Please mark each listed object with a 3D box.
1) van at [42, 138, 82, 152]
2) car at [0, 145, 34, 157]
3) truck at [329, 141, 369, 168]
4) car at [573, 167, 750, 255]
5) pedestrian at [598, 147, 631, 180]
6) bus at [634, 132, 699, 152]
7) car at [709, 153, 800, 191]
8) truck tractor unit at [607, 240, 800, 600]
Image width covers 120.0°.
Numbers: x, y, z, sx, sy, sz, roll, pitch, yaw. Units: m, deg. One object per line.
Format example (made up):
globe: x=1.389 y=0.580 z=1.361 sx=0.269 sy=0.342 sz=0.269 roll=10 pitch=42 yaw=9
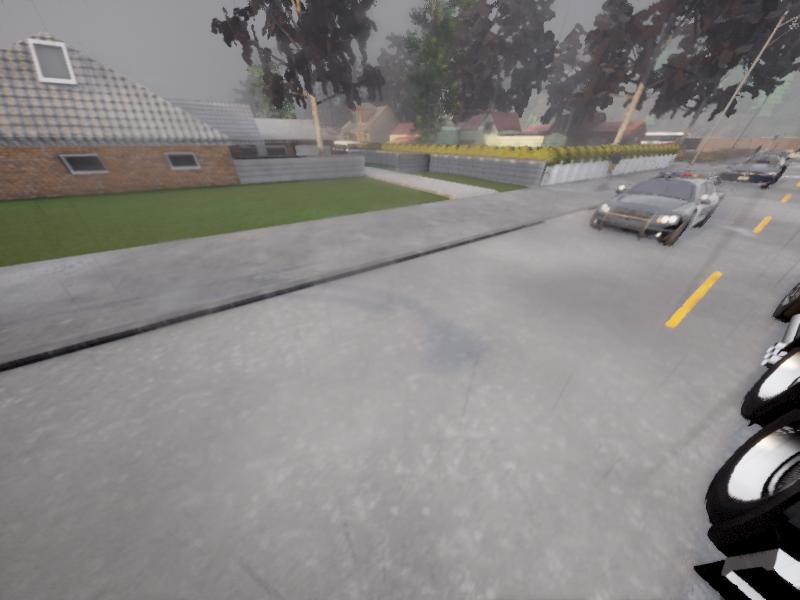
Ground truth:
van: x=-71.264 y=-32.824 z=48.904 sx=2.351 sy=2.431 sz=6.366 roll=-20 pitch=39 yaw=-26
car: x=-61.625 y=-23.764 z=36.805 sx=1.994 sy=1.385 sz=4.181 roll=-20 pitch=39 yaw=-26
truck: x=-4.995 y=-14.179 z=22.368 sx=2.069 sy=2.038 sz=4.478 roll=-20 pitch=39 yaw=-26
car: x=7.956 y=-2.966 z=7.029 sx=4.974 sy=1.542 sz=2.038 roll=-20 pitch=39 yaw=-26
pedestrian: x=14.367 y=-9.164 z=15.509 sx=0.751 sy=1.860 sz=0.751 roll=-19 pitch=39 yaw=-26
bus: x=73.164 y=-43.628 z=63.807 sx=3.944 sy=4.253 sz=10.273 roll=-20 pitch=39 yaw=-26
car: x=22.276 y=-8.124 z=14.489 sx=5.027 sy=1.651 sz=2.152 roll=-19 pitch=39 yaw=-26
truck tractor unit: x=5.068 y=-0.341 z=0.842 sx=6.516 sy=4.208 sz=3.053 roll=-20 pitch=40 yaw=-26
